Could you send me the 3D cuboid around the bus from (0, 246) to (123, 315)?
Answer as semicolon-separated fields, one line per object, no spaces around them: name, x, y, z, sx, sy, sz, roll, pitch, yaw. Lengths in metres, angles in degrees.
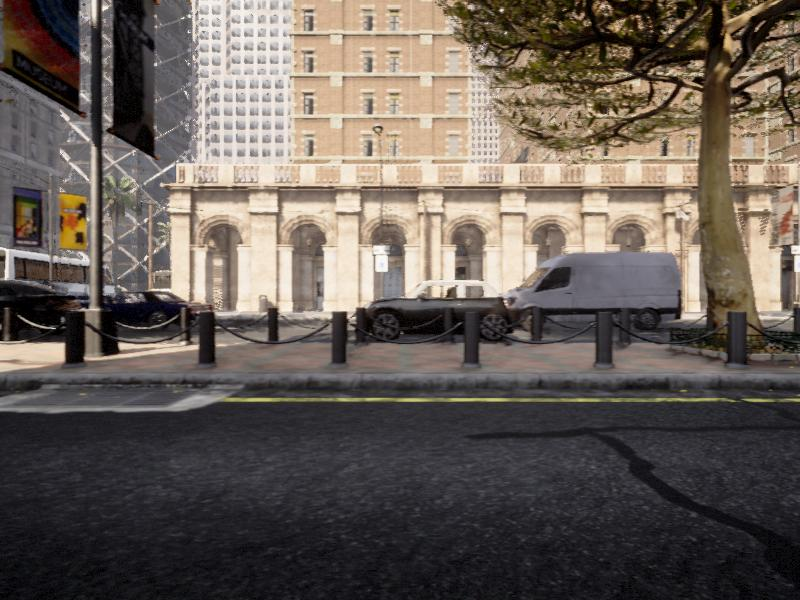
bus;-26.071;-1.137;29.733;3.944;4.253;10.273;0;-1;-1

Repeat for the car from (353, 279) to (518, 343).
car;0.826;0.253;10.214;3.806;1.475;1.970;0;0;0

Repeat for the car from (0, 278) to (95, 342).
car;-10.949;0.246;10.245;4.892;1.490;1.837;0;0;0

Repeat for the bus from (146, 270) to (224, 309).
bus;-25.827;-1.131;48.970;3.944;4.253;10.273;0;0;0

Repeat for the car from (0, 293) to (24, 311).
car;-36.231;0.185;34.873;2.152;1.651;5.027;0;0;0

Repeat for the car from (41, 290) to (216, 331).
car;-9.126;0.345;13.739;4.718;1.301;1.895;0;0;0

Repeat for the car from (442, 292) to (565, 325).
car;4.253;0.338;16.954;4.718;1.301;1.895;0;0;0

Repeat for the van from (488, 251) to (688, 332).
van;6.176;-0.278;13.704;5.915;2.561;1.988;0;0;0
